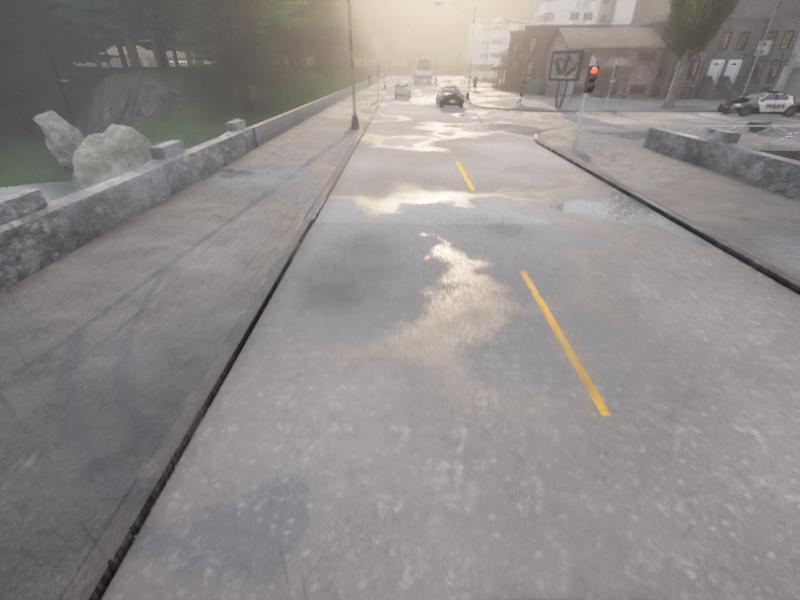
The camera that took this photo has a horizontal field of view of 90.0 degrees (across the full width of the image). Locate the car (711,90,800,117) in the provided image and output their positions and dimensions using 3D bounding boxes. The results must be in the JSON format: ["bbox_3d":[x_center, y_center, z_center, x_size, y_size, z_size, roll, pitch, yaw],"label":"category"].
[{"bbox_3d":[25.092,-13.680,27.821,4.974,1.542,2.038,0,30,1],"label":"car"}]

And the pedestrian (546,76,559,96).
[{"bbox_3d":[16.062,-22.569,42.138,0.751,1.860,0.751,-23,37,-33],"label":"pedestrian"}]

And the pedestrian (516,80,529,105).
[{"bbox_3d":[10.309,-17.475,33.710,0.751,1.860,0.751,12,32,19],"label":"pedestrian"}]

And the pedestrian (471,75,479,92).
[{"bbox_3d":[9.708,-27.973,51.651,0.751,1.860,0.751,-2,30,-3],"label":"pedestrian"}]

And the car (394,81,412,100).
[{"bbox_3d":[0.286,-22.543,42.888,1.851,1.617,3.988,0,30,0],"label":"car"}]

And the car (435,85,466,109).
[{"bbox_3d":[4.283,-17.570,34.476,2.038,1.542,4.974,0,31,0],"label":"car"}]

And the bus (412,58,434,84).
[{"bbox_3d":[4.449,-45.684,79.773,3.944,4.253,10.273,0,30,0],"label":"bus"}]
